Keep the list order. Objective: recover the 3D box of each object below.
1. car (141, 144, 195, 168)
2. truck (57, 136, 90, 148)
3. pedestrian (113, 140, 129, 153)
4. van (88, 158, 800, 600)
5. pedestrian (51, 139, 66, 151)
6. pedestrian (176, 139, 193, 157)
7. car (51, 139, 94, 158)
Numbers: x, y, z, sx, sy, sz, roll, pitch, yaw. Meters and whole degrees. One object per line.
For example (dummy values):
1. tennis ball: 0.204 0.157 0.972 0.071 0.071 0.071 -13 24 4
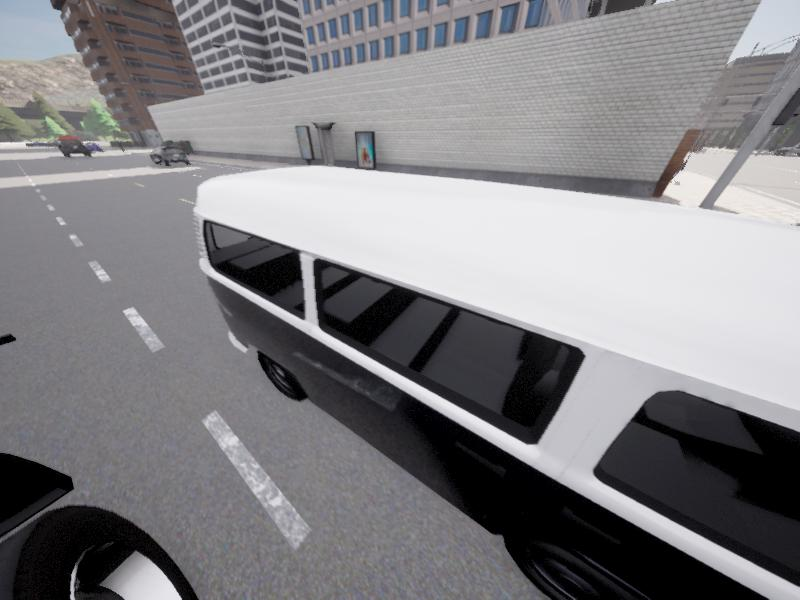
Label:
1. car: -22.416 -13.989 22.326 4.856 1.649 2.033 22 41 28
2. truck: -81.035 -39.323 57.401 2.627 2.467 5.204 -20 40 -26
3. pedestrian: -47.361 -26.046 39.232 0.751 1.860 0.751 0 35 0
4. van: 0.340 0.184 1.889 4.480 2.038 2.069 20 40 26
5. pedestrian: -67.248 -30.515 45.462 0.751 1.860 0.751 18 39 23
6. pedestrian: -27.386 -19.272 29.316 0.751 1.860 0.751 23 41 29
7. car: -44.266 -20.563 31.228 5.566 2.045 2.150 22 41 28
